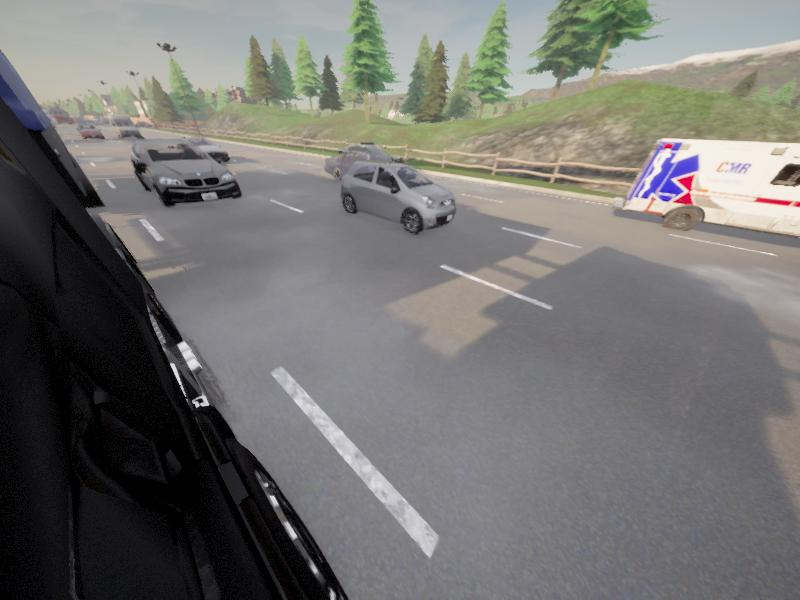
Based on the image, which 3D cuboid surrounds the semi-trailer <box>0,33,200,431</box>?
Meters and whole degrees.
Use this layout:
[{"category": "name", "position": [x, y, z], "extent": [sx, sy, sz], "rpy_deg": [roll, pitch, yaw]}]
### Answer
[{"category": "semi-trailer", "position": [-8.691, -3.580, 4.279], "extent": [14.254, 4.402, 2.717], "rpy_deg": [28, 42, 30]}]

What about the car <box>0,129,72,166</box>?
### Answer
[{"category": "car", "position": [-20.487, -8.546, 12.879], "extent": [4.181, 1.385, 1.994], "rpy_deg": [28, 43, 30]}]

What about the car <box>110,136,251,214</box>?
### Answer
[{"category": "car", "position": [-7.706, -4.596, 8.117], "extent": [4.611, 1.667, 2.242], "rpy_deg": [28, 43, 30]}]

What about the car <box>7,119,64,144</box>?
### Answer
[{"category": "car", "position": [-33.647, -15.605, 21.440], "extent": [5.027, 1.651, 2.152], "rpy_deg": [28, 43, 30]}]

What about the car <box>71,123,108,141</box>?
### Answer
[{"category": "car", "position": [-34.937, -18.922, 26.020], "extent": [3.633, 1.501, 1.845], "rpy_deg": [28, 42, 30]}]

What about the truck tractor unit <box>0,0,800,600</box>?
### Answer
[{"category": "truck tractor unit", "position": [-2.645, -0.295, 0.351], "extent": [6.516, 4.208, 3.053], "rpy_deg": [28, 44, 30]}]

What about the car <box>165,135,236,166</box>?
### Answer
[{"category": "car", "position": [-13.750, -10.347, 15.863], "extent": [5.357, 1.411, 2.033], "rpy_deg": [28, 43, 30]}]

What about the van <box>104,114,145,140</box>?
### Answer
[{"category": "van", "position": [-36.077, -22.665, 30.252], "extent": [5.915, 2.561, 1.988], "rpy_deg": [29, 43, 31]}]

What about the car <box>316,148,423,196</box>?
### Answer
[{"category": "car", "position": [-1.665, -6.638, 11.644], "extent": [5.357, 1.411, 2.033], "rpy_deg": [28, 43, 30]}]

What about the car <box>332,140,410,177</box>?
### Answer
[{"category": "car", "position": [-2.045, -9.618, 15.532], "extent": [5.238, 1.638, 1.930], "rpy_deg": [28, 43, 30]}]

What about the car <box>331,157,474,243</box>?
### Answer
[{"category": "car", "position": [-0.058, -3.170, 6.845], "extent": [3.633, 1.501, 1.845], "rpy_deg": [28, 42, 30]}]

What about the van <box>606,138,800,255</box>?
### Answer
[{"category": "van", "position": [10.783, -3.169, 6.898], "extent": [6.366, 2.431, 2.351], "rpy_deg": [28, 42, 30]}]
